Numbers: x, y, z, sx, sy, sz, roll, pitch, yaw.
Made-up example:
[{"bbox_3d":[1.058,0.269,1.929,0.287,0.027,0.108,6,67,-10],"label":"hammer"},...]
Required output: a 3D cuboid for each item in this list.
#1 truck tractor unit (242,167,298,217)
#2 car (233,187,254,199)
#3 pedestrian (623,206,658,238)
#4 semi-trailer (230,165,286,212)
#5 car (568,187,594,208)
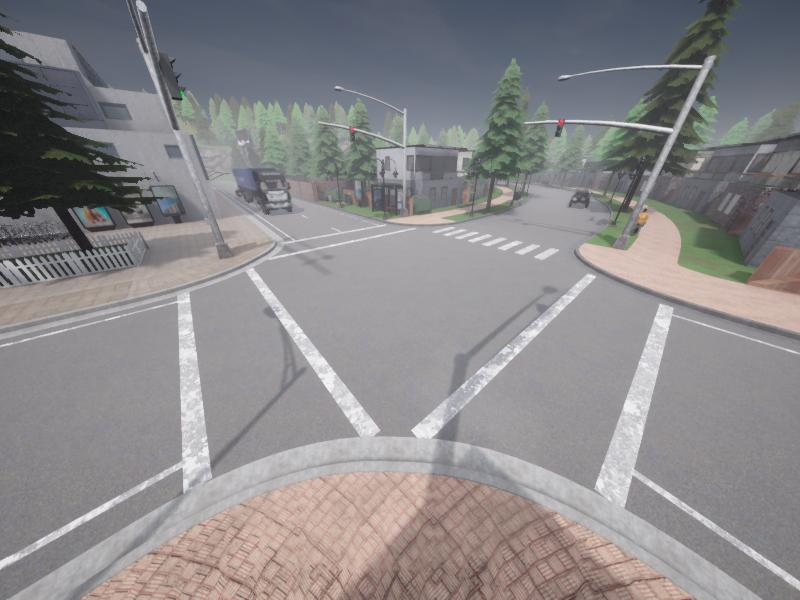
[{"bbox_3d":[-13.789,-11.588,24.408,3.053,4.208,6.516,-21,35,-32],"label":"truck tractor unit"},{"bbox_3d":[-25.265,-17.327,37.210,1.994,1.385,4.181,-22,36,-33],"label":"car"},{"bbox_3d":[15.767,-5.110,15.176,0.751,1.860,0.751,-12,32,-20],"label":"pedestrian"},{"bbox_3d":[-18.654,-14.787,29.763,2.717,4.402,14.254,-21,36,-32],"label":"semi-trailer"},{"bbox_3d":[22.589,-12.871,28.945,1.932,1.855,4.605,18,35,28],"label":"car"}]
